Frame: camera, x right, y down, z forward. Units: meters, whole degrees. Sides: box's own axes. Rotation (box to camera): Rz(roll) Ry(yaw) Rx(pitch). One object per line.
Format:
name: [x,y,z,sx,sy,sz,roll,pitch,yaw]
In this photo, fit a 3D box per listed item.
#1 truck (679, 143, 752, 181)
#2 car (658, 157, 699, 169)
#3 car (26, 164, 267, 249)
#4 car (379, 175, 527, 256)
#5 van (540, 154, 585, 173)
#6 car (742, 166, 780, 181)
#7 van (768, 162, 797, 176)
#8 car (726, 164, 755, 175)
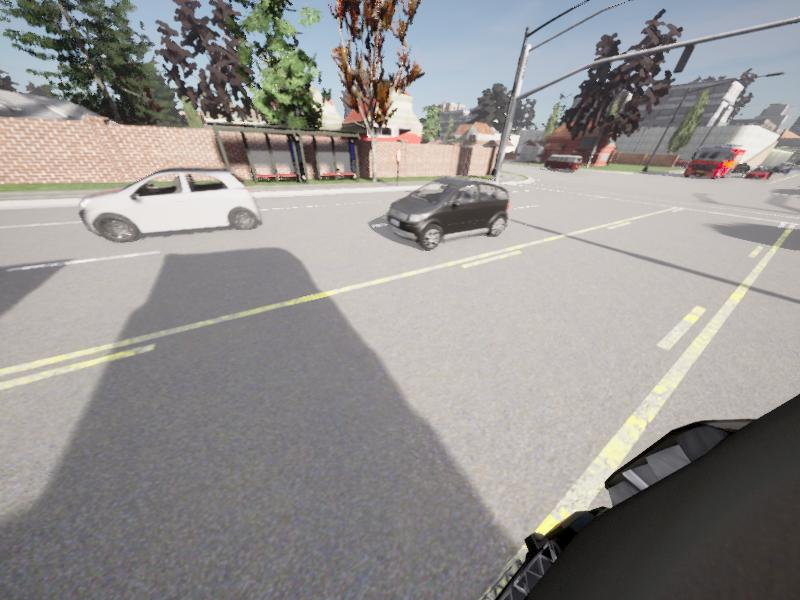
truck: [41.085,-17.981,30.079,8.468,3.827,2.891,-17,38,-26]
car: [65.216,-32.239,54.221,2.150,2.045,5.566,-18,39,-27]
car: [-5.869,-2.659,6.148,3.633,1.501,1.845,-16,38,-27]
car: [1.459,-2.614,6.644,3.705,1.549,1.789,-17,38,-27]
van: [23.000,-19.443,32.898,1.775,1.987,4.442,-19,39,-28]
car: [49.938,-17.525,31.960,4.514,1.525,2.007,-17,39,-26]
van: [70.203,-24.040,42.366,4.442,1.987,1.775,-17,39,-26]
car: [59.350,-22.739,40.256,4.892,1.490,1.837,-17,39,-26]
